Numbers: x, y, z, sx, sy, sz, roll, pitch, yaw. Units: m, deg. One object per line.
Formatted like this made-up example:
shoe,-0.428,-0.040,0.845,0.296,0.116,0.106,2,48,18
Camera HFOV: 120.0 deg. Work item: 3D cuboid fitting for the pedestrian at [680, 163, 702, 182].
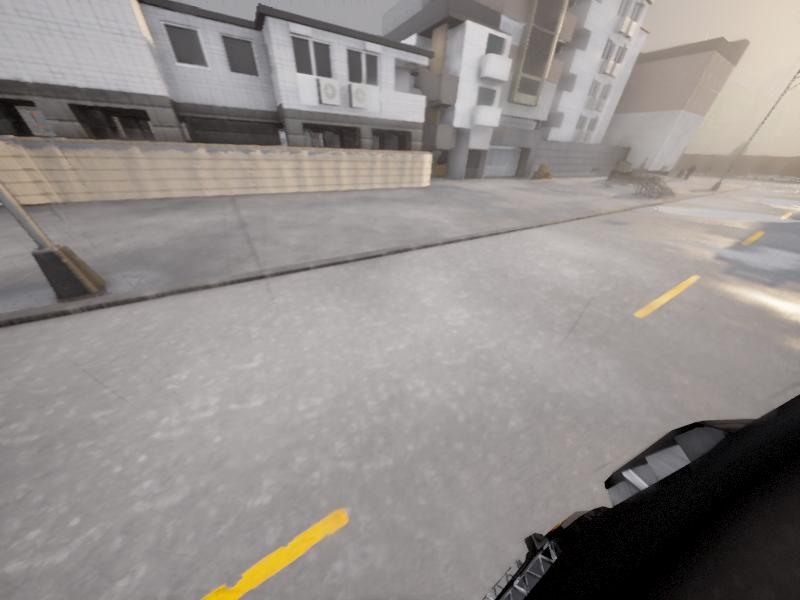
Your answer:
pedestrian,33.168,-14.565,26.339,0.751,1.860,0.751,-24,42,-34

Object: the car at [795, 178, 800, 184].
car,56.660,-15.688,30.093,1.882,1.535,5.008,-16,37,-26

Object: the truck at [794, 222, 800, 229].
truck,20.696,-4.900,9.289,8.468,3.827,2.891,-16,38,-26

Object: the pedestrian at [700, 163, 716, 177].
pedestrian,51.073,-21.562,38.285,0.751,1.860,0.751,-16,38,-26
